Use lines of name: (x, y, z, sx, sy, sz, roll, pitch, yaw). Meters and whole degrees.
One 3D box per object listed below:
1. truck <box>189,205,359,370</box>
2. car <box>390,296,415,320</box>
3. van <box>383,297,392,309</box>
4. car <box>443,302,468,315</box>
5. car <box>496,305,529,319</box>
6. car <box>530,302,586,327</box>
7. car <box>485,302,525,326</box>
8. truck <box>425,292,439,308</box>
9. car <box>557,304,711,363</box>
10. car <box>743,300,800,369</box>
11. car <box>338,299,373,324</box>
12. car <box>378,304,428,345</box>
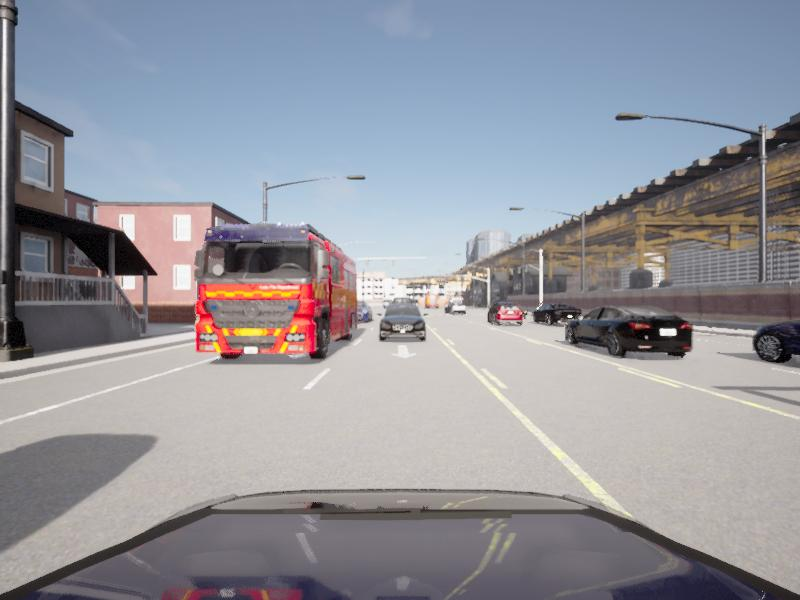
truck: (-3.370, -0.262, 13.531, 2.891, 3.827, 8.468, 0, 0, 1)
car: (0.237, 0.720, 37.061, 2.150, 2.045, 5.566, 0, 0, 0)
van: (-2.920, 0.675, 92.933, 1.988, 2.561, 5.915, 0, 0, 0)
car: (6.807, 1.030, 49.590, 2.007, 1.525, 4.514, 0, 0, -6)
car: (10.746, 1.101, 38.508, 1.895, 1.301, 4.718, 0, 0, 1)
car: (10.678, 0.937, 27.530, 1.882, 1.535, 5.008, 0, -1, 0)
car: (7.174, 0.927, 27.653, 1.789, 1.549, 3.705, 0, 0, 0)
truck: (7.613, 0.065, 96.696, 2.891, 3.827, 8.468, 0, 0, 0)
car: (7.084, 0.906, 12.881, 2.163, 1.488, 4.792, 0, 0, 0)
car: (10.560, 0.818, 8.569, 2.152, 1.651, 5.027, 0, 0, 0)
car: (-3.277, 0.818, 30.282, 2.097, 1.767, 4.553, 0, 0, 1)
car: (0.113, 0.917, 17.178, 1.837, 1.490, 4.892, 0, 0, 0)
